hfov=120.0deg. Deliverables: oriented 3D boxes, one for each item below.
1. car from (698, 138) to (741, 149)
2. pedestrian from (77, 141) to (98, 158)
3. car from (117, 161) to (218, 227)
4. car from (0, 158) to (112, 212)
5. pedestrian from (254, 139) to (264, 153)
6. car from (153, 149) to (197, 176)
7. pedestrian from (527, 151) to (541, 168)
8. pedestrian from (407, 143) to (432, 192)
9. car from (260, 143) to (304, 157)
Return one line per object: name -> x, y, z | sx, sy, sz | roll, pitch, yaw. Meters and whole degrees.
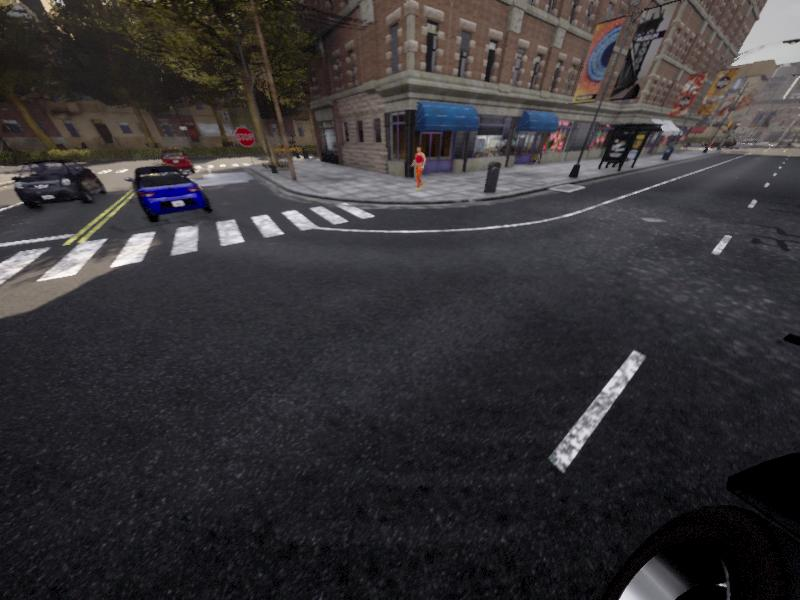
car -> 65.653, -32.324, 47.610 | 1.932, 1.855, 4.605 | -20, 40, -25
pedestrian -> -40.801, -19.650, 30.176 | 0.751, 1.860, 0.751 | -22, 41, -28
car -> -8.657, -4.119, 8.541 | 4.193, 1.474, 1.816 | 29, 45, 35
car -> -14.539, -5.044, 9.850 | 1.845, 1.501, 3.633 | -23, 41, -29
pedestrian -> -24.223, -26.471, 39.721 | 0.751, 1.860, 0.751 | -23, 41, -28
car -> -17.517, -10.896, 18.152 | 1.789, 1.549, 3.705 | -23, 41, -29
pedestrian -> 10.905, -11.438, 18.786 | 0.500, 1.100, 0.500 | -20, 40, -26
pedestrian -> 0.863, -6.004, 10.499 | 0.751, 1.860, 0.751 | -26, 43, -32
car -> -17.284, -22.134, 34.063 | 5.366, 1.575, 1.801 | -22, 41, -28
